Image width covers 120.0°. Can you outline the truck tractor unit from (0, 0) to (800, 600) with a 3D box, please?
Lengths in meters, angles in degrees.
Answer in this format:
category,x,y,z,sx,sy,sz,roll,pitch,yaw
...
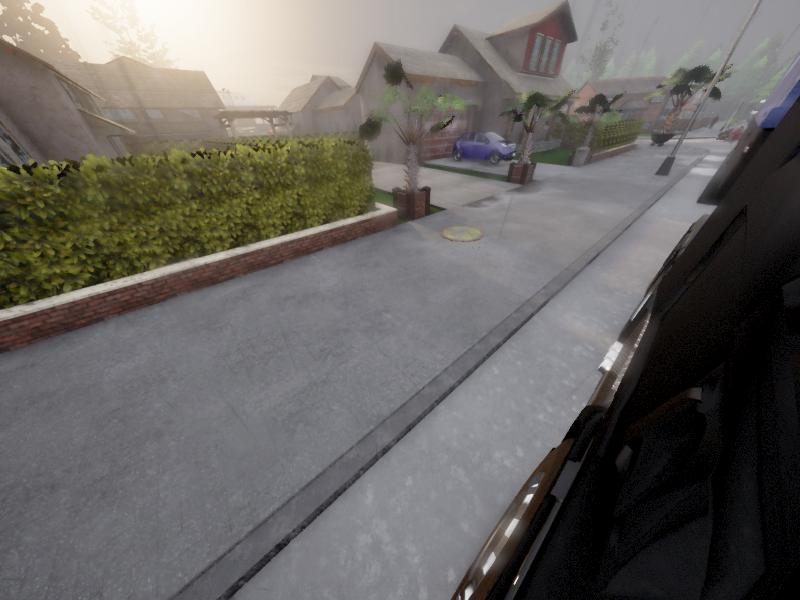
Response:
category,x,y,z,sx,sy,sz,roll,pitch,yaw
truck tractor unit,2.645,-0.295,0.351,6.516,4.208,3.053,-28,44,-30

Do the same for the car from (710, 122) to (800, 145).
category,x,y,z,sx,sy,sz,roll,pitch,yaw
car,30.093,-14.134,19.516,1.994,1.385,4.181,-4,37,-1

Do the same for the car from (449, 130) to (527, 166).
category,x,y,z,sx,sy,sz,roll,pitch,yaw
car,4.980,-8.957,13.509,1.845,1.501,3.633,-30,45,-32

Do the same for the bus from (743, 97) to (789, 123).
category,x,y,z,sx,sy,sz,roll,pitch,yaw
bus,87.126,-45.309,55.218,10.273,4.253,3.944,-28,44,-30

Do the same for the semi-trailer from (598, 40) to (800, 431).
category,x,y,z,sx,sy,sz,roll,pitch,yaw
semi-trailer,8.693,-3.610,4.231,14.254,4.402,2.717,-28,44,-30

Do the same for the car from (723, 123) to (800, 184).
category,x,y,z,sx,sy,sz,roll,pitch,yaw
car,16.098,-6.404,9.850,5.238,1.638,1.930,-28,44,-30
